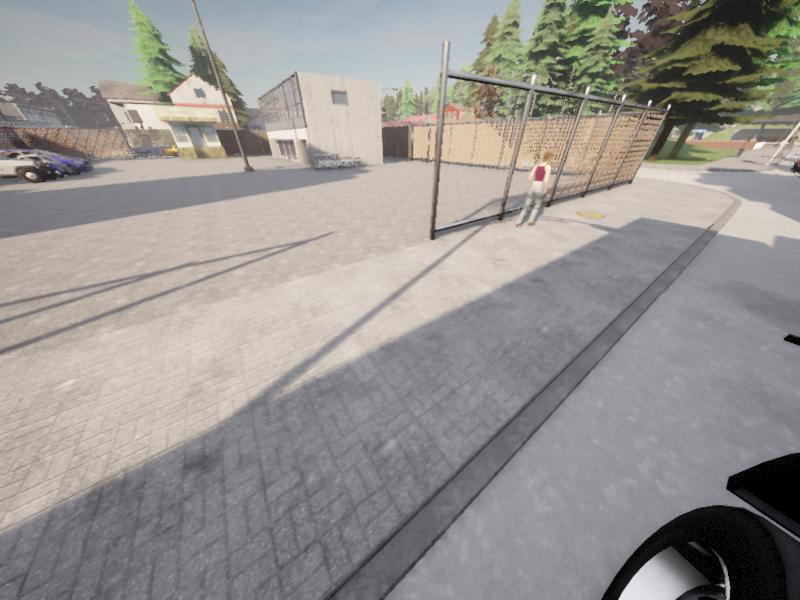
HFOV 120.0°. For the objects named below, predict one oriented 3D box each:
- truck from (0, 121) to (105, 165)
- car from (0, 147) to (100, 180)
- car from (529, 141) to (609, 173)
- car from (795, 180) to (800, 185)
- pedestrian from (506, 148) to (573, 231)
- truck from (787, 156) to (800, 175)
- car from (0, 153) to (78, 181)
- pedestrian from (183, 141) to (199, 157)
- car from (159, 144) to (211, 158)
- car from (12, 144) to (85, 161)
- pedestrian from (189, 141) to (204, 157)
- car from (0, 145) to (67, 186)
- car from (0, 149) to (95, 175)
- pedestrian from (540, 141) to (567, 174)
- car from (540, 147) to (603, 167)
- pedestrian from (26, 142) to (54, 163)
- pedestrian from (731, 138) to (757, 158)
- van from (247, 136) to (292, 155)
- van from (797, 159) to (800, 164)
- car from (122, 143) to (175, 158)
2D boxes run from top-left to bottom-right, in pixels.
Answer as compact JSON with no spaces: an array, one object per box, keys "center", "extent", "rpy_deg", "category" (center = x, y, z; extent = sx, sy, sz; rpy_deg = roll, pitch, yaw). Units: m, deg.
[{"center":[-42.480,-18.477,27.118],"extent":[2.891,3.827,8.468],"rpy_deg":[16,38,22],"category":"truck"},{"center":[-25.432,-9.714,16.318],"extent":[4.611,1.667,2.242],"rpy_deg":[-22,41,-28],"category":"car"},{"center":[13.715,-11.925,19.086],"extent":[1.932,1.855,4.605],"rpy_deg":[-22,42,-28],"category":"car"},{"center":[23.587,-5.880,10.776],"extent":[4.892,1.490,1.837],"rpy_deg":[13,39,18],"category":"car"},{"center":[3.651,-2.931,6.189],"extent":[0.751,1.860,0.751],"rpy_deg":[-22,41,-28],"category":"pedestrian"},{"center":[30.593,-10.314,16.163],"extent":[5.204,2.467,2.627],"rpy_deg":[-22,41,-28],"category":"truck"},{"center":[-23.711,-8.831,15.233],"extent":[2.207,1.379,1.481],"rpy_deg":[-22,41,-28],"category":"car"},{"center":[-28.729,-20.784,31.770],"extent":[0.751,1.860,0.751],"rpy_deg":[-15,38,-20],"category":"pedestrian"},{"center":[-31.747,-22.267,34.364],"extent":[5.366,1.575,1.801],"rpy_deg":[-22,41,-28],"category":"car"},{"center":[-46.124,-19.527,30.508],"extent":[4.611,1.667,2.242],"rpy_deg":[-16,38,-21],"category":"car"},{"center":[-27.807,-20.645,31.566],"extent":[0.751,1.860,0.751],"rpy_deg":[-14,37,-18],"category":"pedestrian"},{"center":[-23.181,-7.698,13.259],"extent":[3.866,1.878,1.905],"rpy_deg":[-22,41,-28],"category":"car"},{"center":[-27.853,-10.904,18.142],"extent":[4.193,1.474,1.816],"rpy_deg":[-22,41,-28],"category":"car"},{"center":[10.315,-9.609,15.612],"extent":[0.751,1.860,0.751],"rpy_deg":[-24,41,-29],"category":"pedestrian"},{"center":[16.178,-13.673,21.998],"extent":[1.994,1.385,4.181],"rpy_deg":[-22,41,-27],"category":"car"},{"center":[-38.590,-15.812,24.793],"extent":[0.751,1.860,0.751],"rpy_deg":[26,43,32],"category":"pedestrian"},{"center":[38.597,-17.048,25.968],"extent":[0.751,1.860,0.751],"rpy_deg":[-19,39,-25],"category":"pedestrian"},{"center":[-22.213,-26.512,39.479],"extent":[5.915,2.561,1.988],"rpy_deg":[-22,41,-28],"category":"van"},{"center":[41.630,-14.831,22.431],"extent":[5.915,2.561,1.988],"rpy_deg":[-22,41,-27],"category":"van"},{"center":[-37.724,-22.653,34.919],"extent":[5.027,1.651,2.152],"rpy_deg":[-22,41,-28],"category":"car"}]
